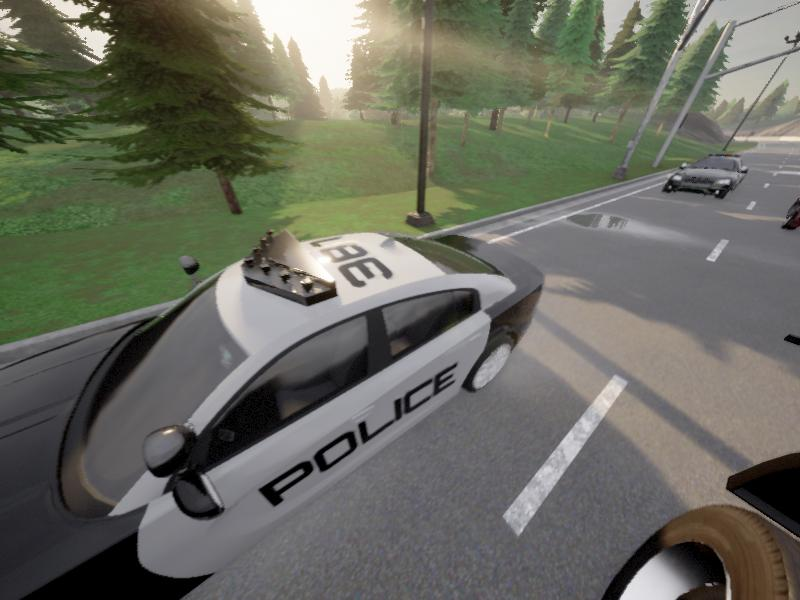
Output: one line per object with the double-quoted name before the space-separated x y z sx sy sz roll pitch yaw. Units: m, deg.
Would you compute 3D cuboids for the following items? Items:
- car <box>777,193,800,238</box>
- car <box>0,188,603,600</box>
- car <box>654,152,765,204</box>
"car" 12.683 -2.603 6.276 4.181 1.385 1.994 -22 41 -28
"car" -0.875 0.372 1.968 5.238 1.638 1.930 -22 41 -28
"car" 14.221 -5.761 10.603 4.974 1.542 2.038 -22 41 -28
